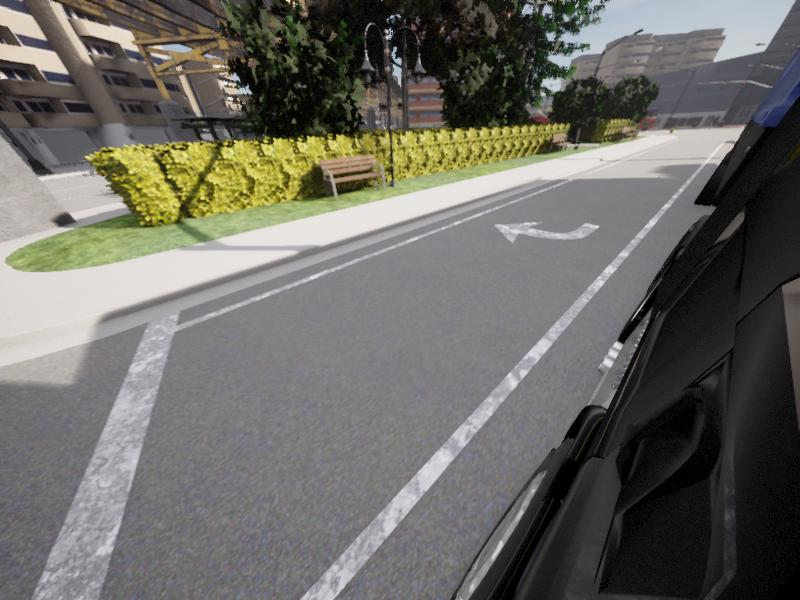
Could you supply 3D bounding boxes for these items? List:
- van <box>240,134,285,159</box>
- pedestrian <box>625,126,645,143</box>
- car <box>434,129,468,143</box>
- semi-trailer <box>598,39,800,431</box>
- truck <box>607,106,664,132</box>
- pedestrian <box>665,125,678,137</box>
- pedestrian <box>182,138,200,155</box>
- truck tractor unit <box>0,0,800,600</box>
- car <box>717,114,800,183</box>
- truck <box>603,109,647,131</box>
[{"bbox_3d":[-15.632,-17.768,26.650,2.069,2.038,4.480,2,37,5],"label":"van"},{"bbox_3d":[23.248,-16.346,22.829,0.751,1.300,0.751,-24,42,-27],"label":"pedestrian"},{"bbox_3d":[8.112,-26.320,37.100,5.027,1.651,2.152,2,37,6],"label":"car"},{"bbox_3d":[8.678,-3.608,4.264,14.254,4.402,2.717,-28,44,-30],"label":"semi-trailer"},{"bbox_3d":[47.568,-36.727,47.146,2.891,3.827,8.468,1,36,5],"label":"truck"},{"bbox_3d":[32.913,-20.472,27.967,0.500,1.100,0.500,-21,41,-23],"label":"pedestrian"},{"bbox_3d":[-27.859,-20.441,30.807,0.751,1.860,0.751,17,41,24],"label":"pedestrian"},{"bbox_3d":[2.645,-0.295,0.352,6.516,4.208,3.053,-28,44,-30],"label":"truck tractor unit"},{"bbox_3d":[16.205,-6.646,9.920,5.566,2.045,2.150,-27,43,-31],"label":"car"},{"bbox_3d":[55.735,-44.672,57.628,2.891,3.827,8.468,1,36,5],"label":"truck"}]
